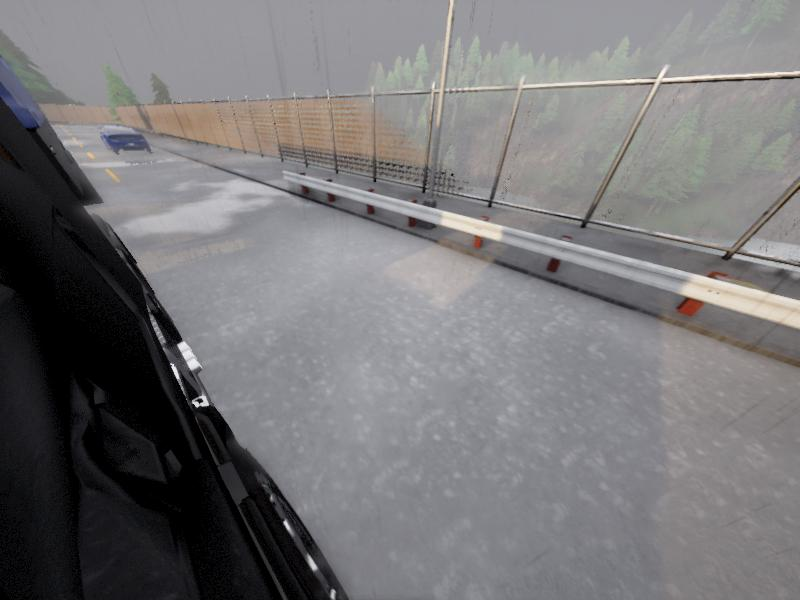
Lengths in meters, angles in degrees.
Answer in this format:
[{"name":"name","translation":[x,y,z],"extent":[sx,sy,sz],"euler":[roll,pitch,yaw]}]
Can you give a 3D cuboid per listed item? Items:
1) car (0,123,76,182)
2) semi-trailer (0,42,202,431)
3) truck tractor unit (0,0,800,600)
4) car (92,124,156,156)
[{"name":"car","translation":[-16.180,-6.476,9.884],"extent":[5.238,1.638,1.930],"euler":[28,44,30]},{"name":"semi-trailer","translation":[-8.696,-3.610,4.227],"extent":[14.254,4.402,2.717],"euler":[28,44,30]},{"name":"truck tractor unit","translation":[-2.645,-0.295,0.351],"extent":[6.516,4.208,3.053],"euler":[28,44,30]},{"name":"car","translation":[-19.405,-11.291,16.196],"extent":[5.008,1.535,1.882],"euler":[28,43,30]}]
